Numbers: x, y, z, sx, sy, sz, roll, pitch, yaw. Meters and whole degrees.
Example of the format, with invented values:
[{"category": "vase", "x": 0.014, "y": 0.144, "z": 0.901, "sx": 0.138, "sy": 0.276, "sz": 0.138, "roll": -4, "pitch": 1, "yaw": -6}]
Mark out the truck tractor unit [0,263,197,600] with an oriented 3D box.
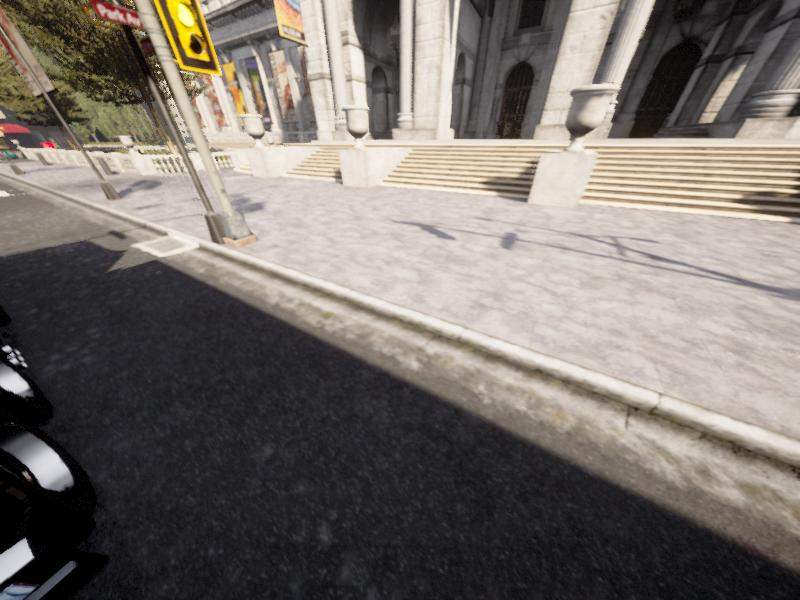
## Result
[{"category": "truck tractor unit", "x": -5.112, "y": -0.299, "z": 0.782, "sx": 6.516, "sy": 4.208, "sz": 3.053, "roll": 18, "pitch": 39, "yaw": 24}]
